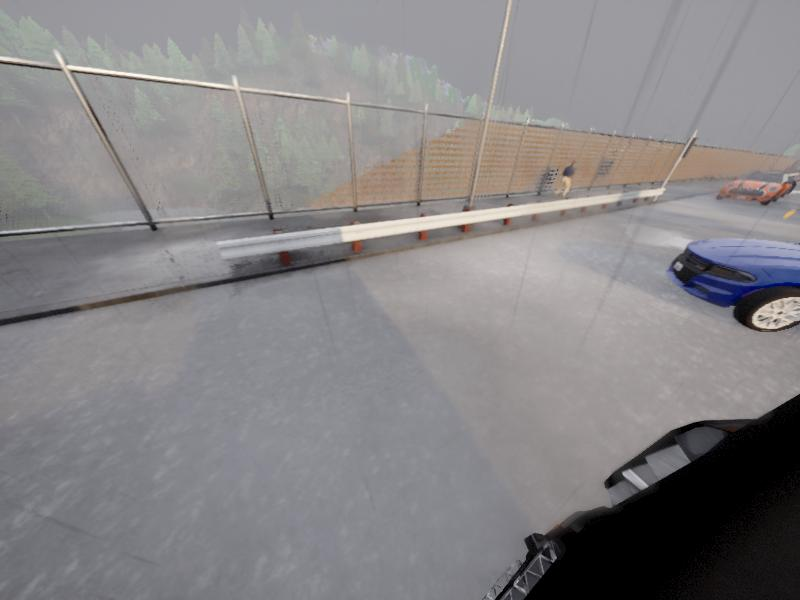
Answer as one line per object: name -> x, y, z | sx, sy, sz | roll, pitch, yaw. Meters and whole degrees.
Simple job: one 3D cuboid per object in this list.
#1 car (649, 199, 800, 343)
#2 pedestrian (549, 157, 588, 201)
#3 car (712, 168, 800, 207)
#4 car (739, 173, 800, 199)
car -> 7.293, -0.065, 3.067 | 5.008, 1.535, 1.882 | 20, 37, 25
pedestrian -> 8.467, -6.097, 11.690 | 0.751, 1.860, 0.751 | -16, 38, -25
car -> 22.396, -7.166, 14.466 | 4.553, 1.767, 2.097 | -16, 38, -25
car -> 28.717, -8.856, 17.791 | 4.181, 1.385, 1.994 | -16, 38, -26
